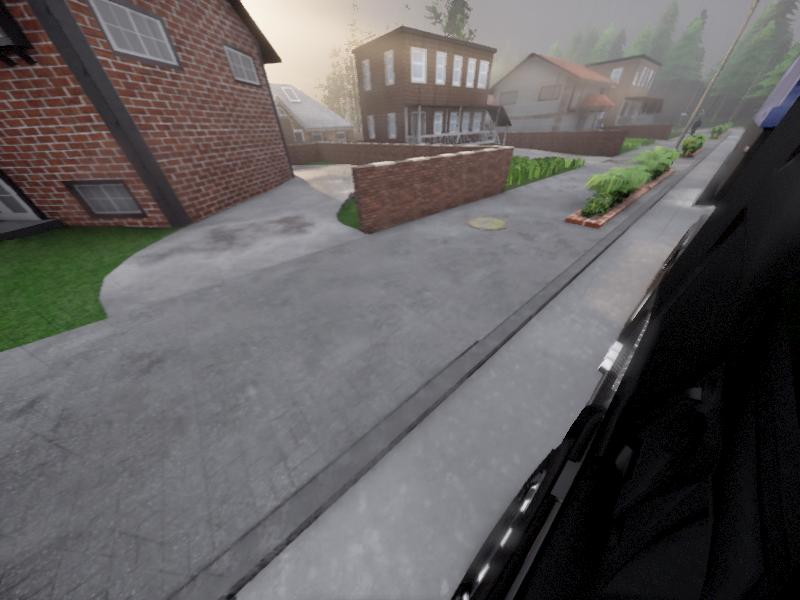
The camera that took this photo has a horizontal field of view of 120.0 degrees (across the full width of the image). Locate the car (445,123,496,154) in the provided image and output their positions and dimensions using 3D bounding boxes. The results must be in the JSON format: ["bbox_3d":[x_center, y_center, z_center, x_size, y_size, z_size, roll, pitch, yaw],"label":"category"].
[{"bbox_3d":[5.800,-13.406,19.145,3.866,1.878,1.905,-28,44,-30],"label":"car"}]

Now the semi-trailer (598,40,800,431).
[{"bbox_3d":[8.699,-3.593,4.245,14.254,4.402,2.717,-28,44,-30],"label":"semi-trailer"}]

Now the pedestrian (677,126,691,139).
[{"bbox_3d":[30.972,-18.279,25.179,0.500,1.100,0.500,-28,44,-30],"label":"pedestrian"}]

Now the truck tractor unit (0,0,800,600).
[{"bbox_3d":[2.645,-0.295,0.351,6.516,4.208,3.053,-28,44,-30],"label":"truck tractor unit"}]

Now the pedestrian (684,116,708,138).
[{"bbox_3d":[31.753,-18.531,24.834,0.751,1.860,0.751,25,44,31],"label":"pedestrian"}]

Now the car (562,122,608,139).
[{"bbox_3d":[21.761,-19.979,27.278,1.845,1.501,3.633,-28,44,-30],"label":"car"}]

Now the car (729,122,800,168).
[{"bbox_3d":[19.928,-8.406,12.358,5.238,1.638,1.930,-28,44,-30],"label":"car"}]
